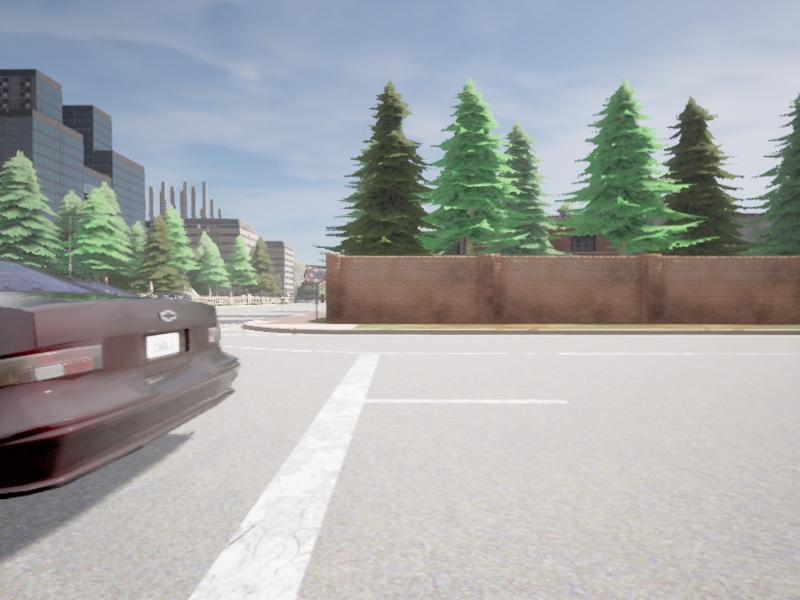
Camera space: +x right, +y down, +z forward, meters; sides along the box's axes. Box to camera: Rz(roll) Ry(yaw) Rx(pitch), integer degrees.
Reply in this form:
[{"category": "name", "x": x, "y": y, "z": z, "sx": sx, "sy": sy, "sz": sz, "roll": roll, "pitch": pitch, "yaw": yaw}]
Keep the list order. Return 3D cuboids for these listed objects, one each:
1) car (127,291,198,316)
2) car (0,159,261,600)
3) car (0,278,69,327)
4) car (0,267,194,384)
[{"category": "car", "x": -15.599, "y": 0.219, "z": 26.633, "sx": 2.007, "sy": 1.525, "sz": 4.514, "roll": 0, "pitch": 0, "yaw": 0}, {"category": "car", "x": -3.799, "y": 0.293, "z": 2.207, "sx": 5.357, "sy": 1.411, "sz": 2.033, "roll": 0, "pitch": 0, "yaw": 1}, {"category": "car", "x": -15.569, "y": 0.085, "z": 15.277, "sx": 2.097, "sy": 1.767, "sz": 4.553, "roll": 0, "pitch": 0, "yaw": -1}, {"category": "car", "x": -5.557, "y": 0.304, "z": 5.739, "sx": 4.181, "sy": 1.385, "sz": 1.994, "roll": 0, "pitch": 0, "yaw": -1}]
